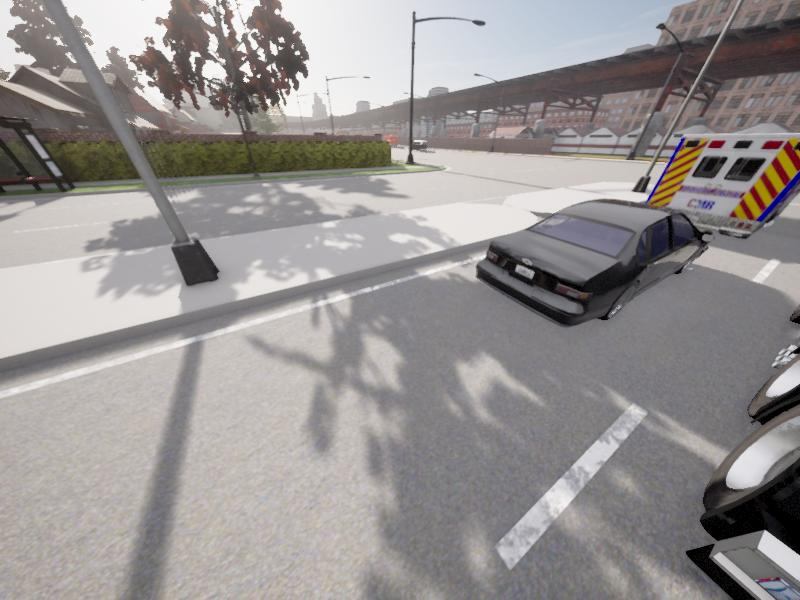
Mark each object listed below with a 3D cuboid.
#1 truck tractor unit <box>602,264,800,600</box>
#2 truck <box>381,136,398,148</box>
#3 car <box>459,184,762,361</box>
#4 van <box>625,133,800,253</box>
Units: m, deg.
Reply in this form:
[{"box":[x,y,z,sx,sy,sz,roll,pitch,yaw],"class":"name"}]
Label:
[{"box":[5.108,-0.303,0.782,6.516,4.208,3.053,-18,39,-24],"class":"truck tractor unit"},{"box":[-2.899,-44.085,64.321,2.627,2.467,5.204,-18,40,-24],"class":"truck"},{"box":[3.940,-1.069,4.343,5.357,1.411,2.033,-18,39,-24],"class":"car"},{"box":[10.569,-3.653,7.200,6.366,2.431,2.351,-18,39,-24],"class":"van"}]
